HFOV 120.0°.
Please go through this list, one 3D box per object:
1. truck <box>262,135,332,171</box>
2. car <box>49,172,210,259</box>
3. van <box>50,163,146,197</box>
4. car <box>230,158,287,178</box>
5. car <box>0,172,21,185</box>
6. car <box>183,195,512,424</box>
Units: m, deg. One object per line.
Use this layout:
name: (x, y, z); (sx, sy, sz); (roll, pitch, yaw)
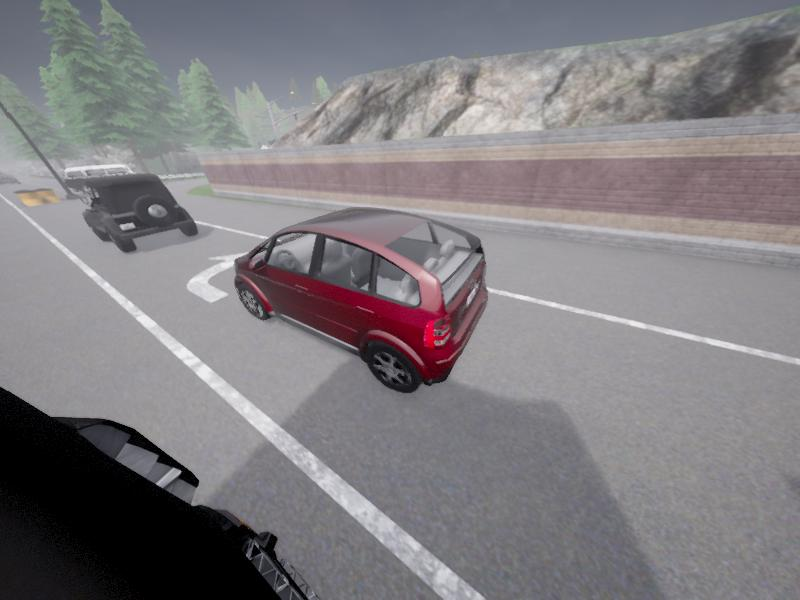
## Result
truck: (-14.389, -21.186, 33.307); (2.891, 3.827, 8.468); (17, 37, 27)
car: (-8.355, -2.842, 7.220); (3.866, 1.878, 1.905); (17, 38, 27)
van: (-25.658, -10.496, 20.019); (4.480, 2.038, 2.069); (-28, 43, -32)
car: (-15.880, -15.098, 26.269); (2.038, 1.542, 4.974); (17, 38, 27)
car: (-63.844, -19.597, 37.312); (4.974, 1.542, 2.038); (17, 39, 27)
car: (-0.760, -0.396, 3.211); (3.705, 1.549, 1.789); (16, 38, 28)
